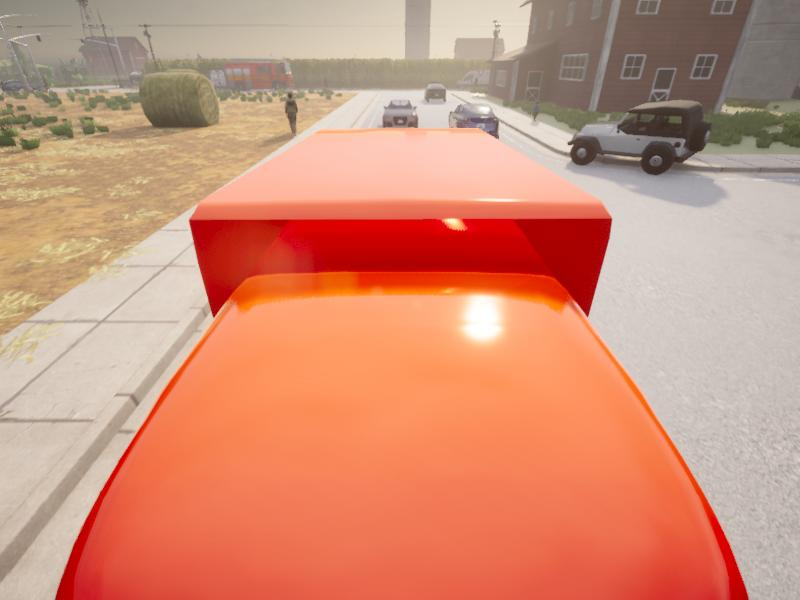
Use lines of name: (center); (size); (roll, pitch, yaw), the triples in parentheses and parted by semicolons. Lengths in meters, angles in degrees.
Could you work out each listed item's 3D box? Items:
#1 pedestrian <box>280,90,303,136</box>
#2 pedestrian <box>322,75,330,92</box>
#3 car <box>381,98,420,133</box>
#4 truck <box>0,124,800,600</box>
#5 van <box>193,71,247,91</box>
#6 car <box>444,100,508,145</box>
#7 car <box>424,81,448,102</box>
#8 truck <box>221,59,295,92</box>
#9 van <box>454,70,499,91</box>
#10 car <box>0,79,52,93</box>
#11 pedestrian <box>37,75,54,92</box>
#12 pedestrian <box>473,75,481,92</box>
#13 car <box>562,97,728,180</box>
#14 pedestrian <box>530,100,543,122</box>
pedestrian: (-5.056, -8.696, 18.645); (0.751, 1.860, 0.751); (-7, 31, -12)
pedestrian: (-9.478, -27.733, 51.206); (0.751, 1.860, 0.751); (-6, 31, -9)
car: (0.013, -10.466, 22.501); (1.994, 1.385, 4.181); (0, 30, 0)
truck: (0.001, 0.228, 3.169); (2.627, 2.467, 5.204); (0, 29, 0)
van: (-25.773, -31.579, 57.566); (6.366, 2.431, 2.351); (0, 30, 1)
car: (3.511, -8.737, 19.437); (2.163, 1.488, 4.792); (0, 30, 0)
car: (3.517, -21.020, 40.252); (1.930, 1.638, 5.238); (0, 30, 0)
truck: (-18.961, -30.358, 54.095); (8.468, 3.827, 2.891); (1, 30, 1)
van: (10.866, -31.351, 57.053); (5.915, 2.561, 1.988); (0, 30, 1)
car: (-49.680, -28.352, 53.003); (2.163, 1.488, 4.792); (19, 35, 29)
pedestrian: (-45.041, -27.514, 50.844); (0.751, 1.860, 0.751); (-4, 31, -7)
pedestrian: (9.747, -27.419, 50.658); (0.751, 1.860, 0.751); (-1, 30, -1)
car: (7.673, -5.364, 12.957); (1.905, 1.878, 3.866); (-30, 40, -32)
pedestrian: (8.005, -11.122, 23.535); (0.500, 1.100, 0.500); (6, 31, 10)
